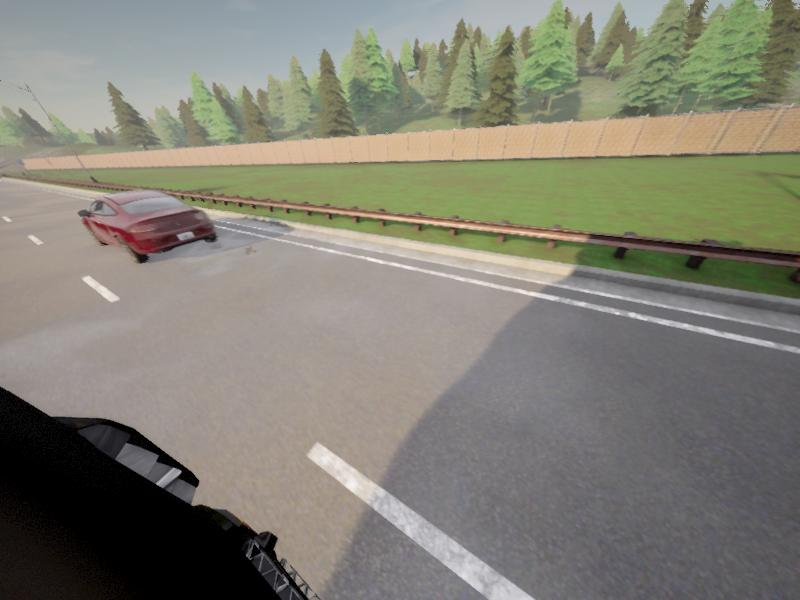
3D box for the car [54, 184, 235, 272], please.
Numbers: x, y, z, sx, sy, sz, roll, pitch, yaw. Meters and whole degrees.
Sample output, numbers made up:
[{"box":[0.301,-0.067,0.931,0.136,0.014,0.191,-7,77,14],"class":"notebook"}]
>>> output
[{"box":[-7.167,-2.260,6.486,4.674,1.442,1.812,16,38,26],"class":"car"}]
